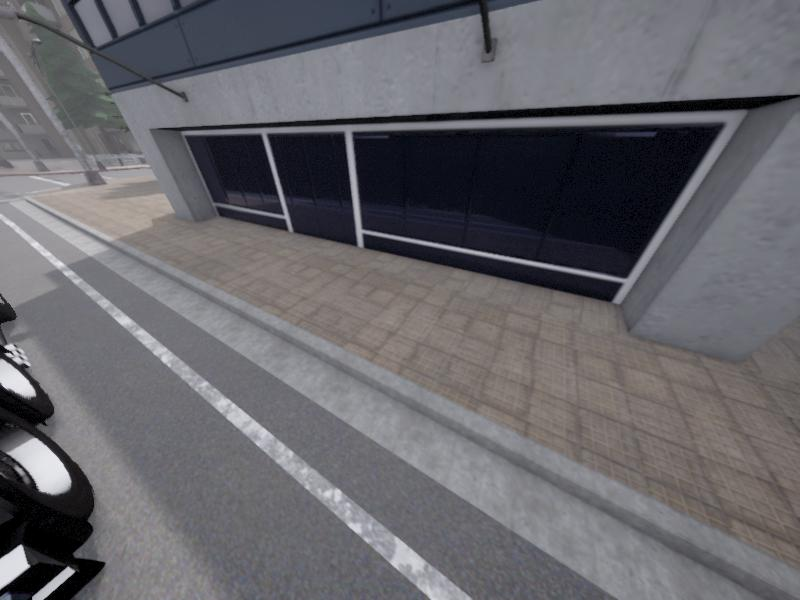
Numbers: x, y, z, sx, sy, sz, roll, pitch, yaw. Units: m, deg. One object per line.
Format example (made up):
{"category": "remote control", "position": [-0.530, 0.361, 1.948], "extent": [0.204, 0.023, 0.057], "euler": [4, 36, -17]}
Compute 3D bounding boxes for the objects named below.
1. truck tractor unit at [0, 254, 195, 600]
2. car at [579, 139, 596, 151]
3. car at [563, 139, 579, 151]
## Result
{"category": "truck tractor unit", "position": [-5.092, -0.321, 0.799], "extent": [6.516, 4.208, 3.053], "euler": [19, 39, 25]}
{"category": "car", "position": [38.092, -31.633, 47.086], "extent": [1.905, 1.878, 3.866], "euler": [17, 38, 23]}
{"category": "car", "position": [35.348, -32.200, 47.959], "extent": [1.932, 1.855, 4.605], "euler": [17, 38, 23]}
